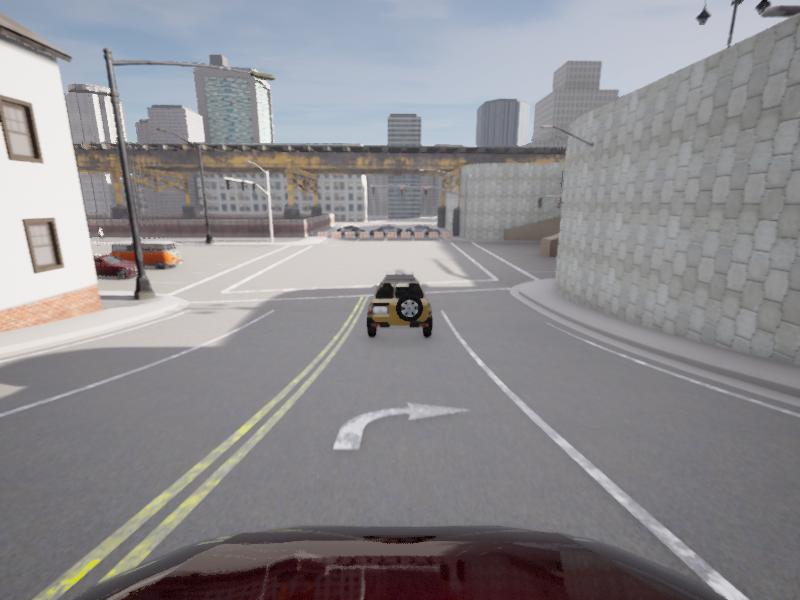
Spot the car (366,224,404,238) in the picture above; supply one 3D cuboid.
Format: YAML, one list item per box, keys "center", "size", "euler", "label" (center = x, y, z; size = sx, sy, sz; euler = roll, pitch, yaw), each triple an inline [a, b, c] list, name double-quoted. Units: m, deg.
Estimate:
- center: [-2.035, -9.697, 56.070]
  size: [4.974, 1.542, 2.038]
  euler: [-10, 17, -35]
  label: "car"

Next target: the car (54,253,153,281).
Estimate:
- center: [-18.616, -2.120, 25.306]
  size: [4.674, 1.442, 1.812]
  euler: [0, 14, -1]
  label: "car"

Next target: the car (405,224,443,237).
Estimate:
- center: [3.337, -9.875, 56.802]
  size: [4.974, 1.542, 2.038]
  euler: [7, 16, 28]
  label: "car"

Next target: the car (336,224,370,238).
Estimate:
- center: [-6.643, -9.703, 56.089]
  size: [4.974, 1.542, 2.038]
  euler: [13, 19, 42]
  label: "car"

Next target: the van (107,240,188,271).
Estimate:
- center: [-18.009, -3.238, 28.743]
  size: [4.442, 1.987, 1.775]
  euler: [0, 14, 0]
  label: "van"

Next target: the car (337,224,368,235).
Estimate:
- center: [-6.681, -9.865, 56.087]
  size: [4.536, 1.218, 1.853]
  euler: [13, 19, 42]
  label: "car"

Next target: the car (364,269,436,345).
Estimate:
- center: [-0.006, 0.016, 13.127]
  size: [1.932, 1.855, 4.605]
  euler: [0, 7, 0]
  label: "car"
